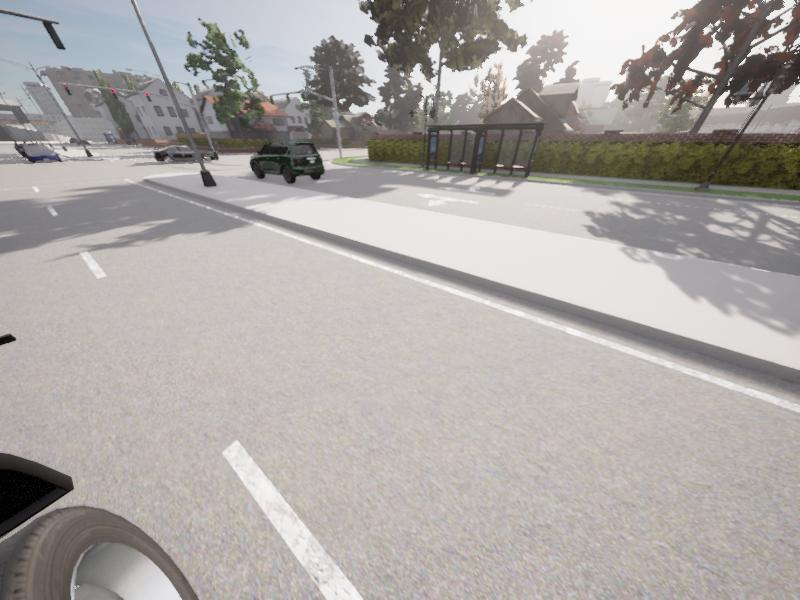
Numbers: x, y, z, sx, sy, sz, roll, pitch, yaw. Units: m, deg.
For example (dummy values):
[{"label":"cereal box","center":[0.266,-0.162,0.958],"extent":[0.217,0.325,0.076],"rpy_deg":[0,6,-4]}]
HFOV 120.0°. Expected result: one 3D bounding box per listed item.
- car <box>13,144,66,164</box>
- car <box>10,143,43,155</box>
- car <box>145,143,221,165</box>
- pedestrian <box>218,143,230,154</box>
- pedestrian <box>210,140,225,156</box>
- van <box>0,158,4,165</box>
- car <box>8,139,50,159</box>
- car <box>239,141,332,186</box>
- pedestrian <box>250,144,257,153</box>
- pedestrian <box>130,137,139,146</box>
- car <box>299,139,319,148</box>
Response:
[{"label":"car","center":[-36.597,-14.864,23.461],"extent":[4.792,1.488,2.163],"rpy_deg":[21,40,27]},{"label":"car","center":[-53.927,-21.793,33.330],"extent":[4.718,1.301,1.895],"rpy_deg":[22,41,28]},{"label":"car","center":[-21.779,-14.921,23.525],"extent":[5.238,1.638,1.930],"rpy_deg":[-22,41,-28]},{"label":"pedestrian","center":[-26.118,-22.514,34.278],"extent":[0.751,1.300,0.751],"rpy_deg":[26,42,31]},{"label":"pedestrian","center":[-25.882,-21.604,32.759],"extent":[0.751,1.860,0.751],"rpy_deg":[19,39,25]},{"label":"van","center":[-39.496,-13.763,21.393],"extent":[4.480,2.038,2.069],"rpy_deg":[22,40,28]},{"label":"car","center":[-45.957,-18.795,28.609],"extent":[3.866,1.878,1.905],"rpy_deg":[23,41,27]},{"label":"car","center":[-7.176,-8.692,14.440],"extent":[5.566,2.045,2.150],"rpy_deg":[22,41,28]},{"label":"pedestrian","center":[-23.294,-24.058,36.678],"extent":[0.500,1.100,0.500],"rpy_deg":[26,42,31]},{"label":"pedestrian","center":[-67.313,-40.228,58.631],"extent":[0.751,1.860,0.751],"rpy_deg":[27,43,33]},{"label":"car","center":[-20.344,-35.122,51.801],"extent":[3.806,1.475,1.970],"rpy_deg":[22,41,28]}]
